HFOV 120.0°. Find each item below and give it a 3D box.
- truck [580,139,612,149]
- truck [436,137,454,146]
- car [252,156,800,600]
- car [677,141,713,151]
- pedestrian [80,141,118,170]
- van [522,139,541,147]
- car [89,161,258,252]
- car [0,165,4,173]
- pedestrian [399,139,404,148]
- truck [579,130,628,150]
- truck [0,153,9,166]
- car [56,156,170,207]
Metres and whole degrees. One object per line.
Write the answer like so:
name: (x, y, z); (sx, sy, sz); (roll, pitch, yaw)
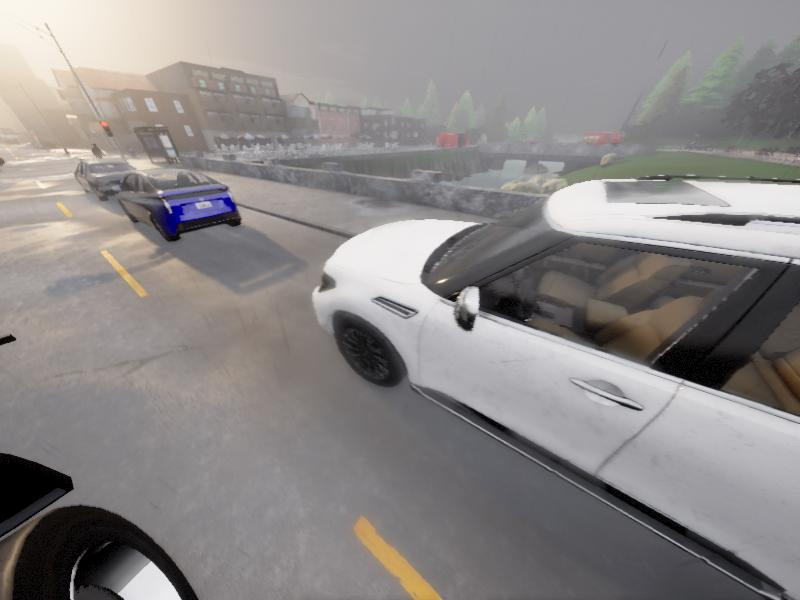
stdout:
truck: (53.174, -42.466, 62.769); (6.274, 2.098, 2.390); (22, 41, 28)
truck: (15.534, -55.118, 80.087); (5.204, 2.467, 2.627); (22, 41, 28)
car: (1.687, 0.172, 1.903); (5.566, 2.045, 2.150); (22, 40, 28)
car: (68.810, -36.011, 53.940); (4.605, 1.855, 1.932); (22, 41, 28)
pedestrian: (-23.571, -11.335, 18.140); (0.751, 1.860, 0.751); (1, 35, 1)
van: (39.979, -47.786, 70.309); (4.442, 1.987, 1.775); (22, 41, 28)
car: (-6.608, -2.984, 6.766); (4.514, 1.525, 2.007); (22, 41, 28)
car: (-31.472, -10.200, 16.997); (4.718, 1.301, 1.895); (22, 41, 28)
pedestrian: (0.396, -39.505, 58.163); (0.751, 1.860, 0.751); (22, 41, 28)
truck: (51.728, -40.946, 59.102); (8.468, 3.827, 2.891); (22, 41, 28)
truck: (-38.120, -13.396, 20.438); (5.204, 2.467, 2.627); (23, 41, 27)
car: (-13.024, -5.534, 10.445); (5.357, 1.411, 2.033); (22, 41, 28)
